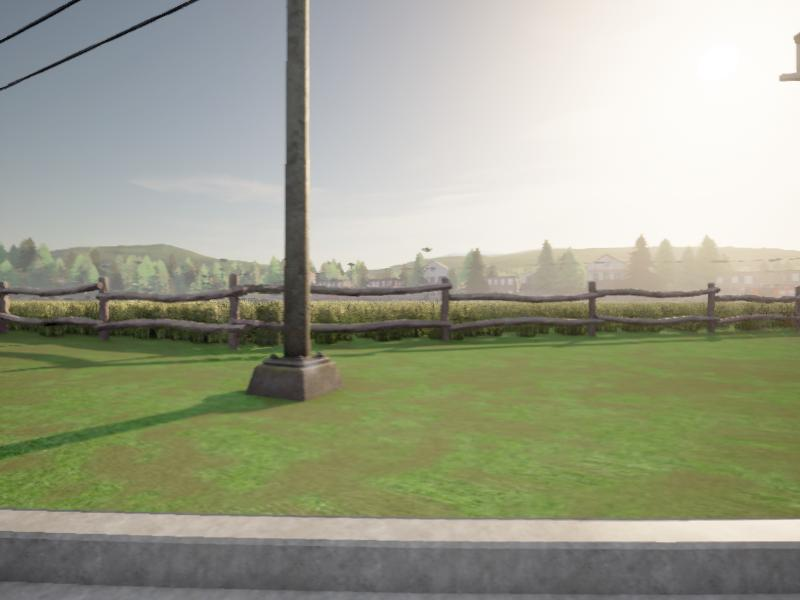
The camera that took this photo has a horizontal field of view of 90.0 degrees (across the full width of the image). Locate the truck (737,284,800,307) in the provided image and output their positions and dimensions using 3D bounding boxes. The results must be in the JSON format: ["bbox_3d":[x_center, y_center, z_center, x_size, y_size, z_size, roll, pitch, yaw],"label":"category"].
[{"bbox_3d":[64.326,-0.726,69.518,8.468,3.827,2.891,0,0,24],"label":"truck"}]

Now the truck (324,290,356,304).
[{"bbox_3d":[-16.370,-0.832,108.752,8.468,3.827,2.891,0,0,24],"label":"truck"}]
